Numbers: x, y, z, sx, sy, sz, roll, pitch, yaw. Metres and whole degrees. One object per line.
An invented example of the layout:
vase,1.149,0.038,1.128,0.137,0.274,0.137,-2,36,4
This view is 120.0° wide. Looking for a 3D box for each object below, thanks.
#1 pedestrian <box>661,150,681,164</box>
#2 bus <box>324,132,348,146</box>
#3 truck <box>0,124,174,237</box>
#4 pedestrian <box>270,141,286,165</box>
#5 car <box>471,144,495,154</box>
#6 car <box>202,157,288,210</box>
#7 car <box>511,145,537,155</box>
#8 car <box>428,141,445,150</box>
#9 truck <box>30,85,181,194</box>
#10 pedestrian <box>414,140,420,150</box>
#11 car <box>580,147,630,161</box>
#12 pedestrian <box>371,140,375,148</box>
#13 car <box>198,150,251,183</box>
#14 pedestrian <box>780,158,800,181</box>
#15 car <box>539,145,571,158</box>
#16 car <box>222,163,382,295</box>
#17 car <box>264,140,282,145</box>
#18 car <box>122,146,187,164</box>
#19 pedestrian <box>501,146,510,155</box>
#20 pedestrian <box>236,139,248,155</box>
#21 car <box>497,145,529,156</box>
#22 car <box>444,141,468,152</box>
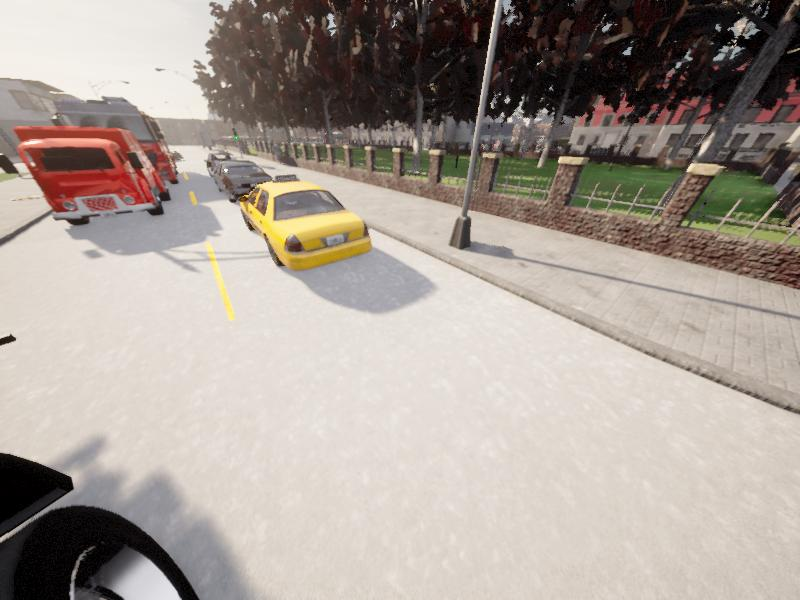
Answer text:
pedestrian,30.721,-16.206,26.249,0.751,1.300,0.751,10,36,14
bus,-23.982,-60.074,86.262,3.944,4.253,10.273,-25,42,-32
truck,-10.075,-4.337,7.861,2.627,2.467,5.204,-24,42,-31
pedestrian,-11.321,-13.642,21.471,0.751,1.860,0.751,-25,42,-31
car,16.463,-29.911,45.726,1.970,1.475,3.806,-24,42,-31
car,-7.239,-5.555,10.585,2.033,1.411,5.357,-25,42,-32
car,23.475,-28.540,43.820,1.845,1.501,3.633,-24,42,-31
car,9.096,-39.051,58.340,1.905,1.878,3.866,-24,42,-31
truck,-15.477,-9.031,13.313,2.891,3.827,8.468,-24,42,-30
pedestrian,3.817,-34.898,52.119,0.751,1.860,0.751,-25,42,-31
car,29.069,-20.831,32.898,1.837,1.490,4.892,-25,42,-32
pedestrian,-7.771,-44.409,65.564,0.751,1.860,0.751,-23,41,-30
car,-11.351,-8.678,14.878,1.845,1.501,3.633,-26,43,-32
pedestrian,27.536,-9.038,15.942,0.751,1.300,0.751,-24,42,-31
car,24.858,-23.892,37.167,1.789,1.549,3.705,-24,42,-31
car,-2.736,-2.268,5.783,1.801,1.575,5.366,-24,42,-31
car,-45.562,-56.501,82.823,5.008,1.535,1.882,-24,42,-31
car,-26.063,-15.603,24.714,1.994,1.385,4.181,13,37,17
pedestrian,17.496,-24.799,38.354,0.751,1.300,0.751,-25,42,-31
pedestrian,-22.215,-21.511,32.574,0.751,1.860,0.751,-24,42,-31
car,20.359,-27.125,41.752,2.007,1.525,4.514,-24,42,-31
car,12.100,-33.224,50.053,1.932,1.855,4.605,-24,42,-31
